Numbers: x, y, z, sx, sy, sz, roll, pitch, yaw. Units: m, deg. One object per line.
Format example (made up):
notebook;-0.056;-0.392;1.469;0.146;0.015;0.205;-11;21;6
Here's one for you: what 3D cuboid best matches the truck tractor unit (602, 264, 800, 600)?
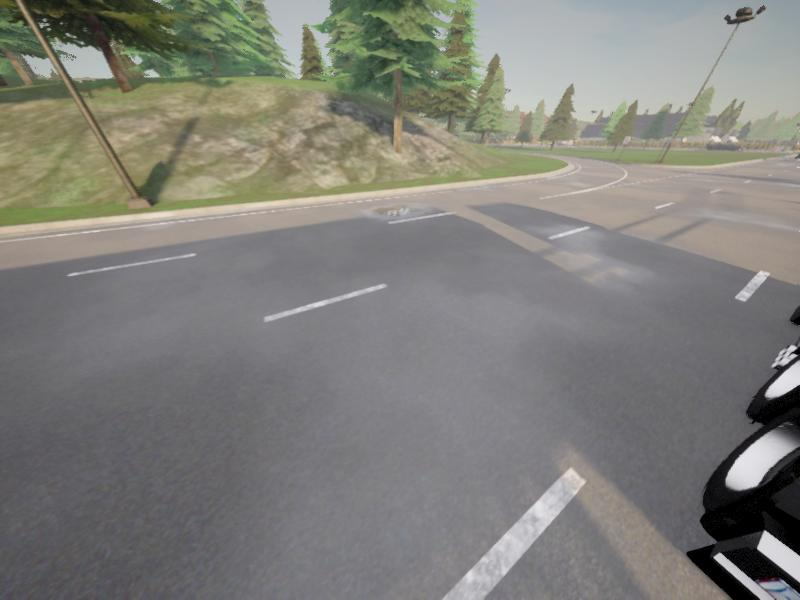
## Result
truck tractor unit;5.108;-0.304;0.787;6.516;4.208;3.053;-18;39;-24
